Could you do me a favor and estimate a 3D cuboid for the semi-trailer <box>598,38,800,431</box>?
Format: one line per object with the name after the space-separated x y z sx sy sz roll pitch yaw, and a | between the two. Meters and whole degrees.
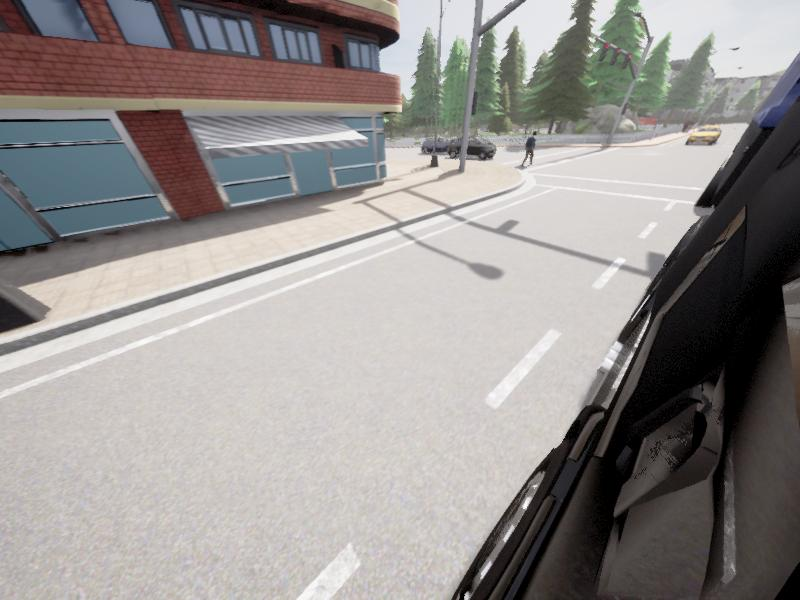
8.701 -3.572 4.268 14.254 4.402 2.717 -28 43 -30 | semi-trailer

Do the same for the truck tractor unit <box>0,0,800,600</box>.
2.645 -0.295 0.351 6.516 4.208 3.053 -28 44 -30 | truck tractor unit

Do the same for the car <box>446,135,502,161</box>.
5.809 -12.244 18.563 3.705 1.549 1.789 23 43 31 | car

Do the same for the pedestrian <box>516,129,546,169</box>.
7.596 -8.786 13.459 0.751 1.860 0.751 -18 39 -20 | pedestrian

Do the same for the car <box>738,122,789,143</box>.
35.944 -16.649 22.957 4.792 1.488 2.163 -28 43 -30 | car

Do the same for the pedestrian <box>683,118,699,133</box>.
47.654 -28.538 37.825 0.751 1.860 0.751 -19 39 -21 | pedestrian

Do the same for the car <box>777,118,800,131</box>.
62.993 -28.127 36.992 4.792 1.488 2.163 -28 43 -30 | car

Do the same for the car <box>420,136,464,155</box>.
4.128 -15.454 23.092 3.806 1.475 1.970 17 41 24 | car

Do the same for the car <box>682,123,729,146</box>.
30.186 -16.339 22.787 5.366 1.575 1.801 -26 43 -29 | car
